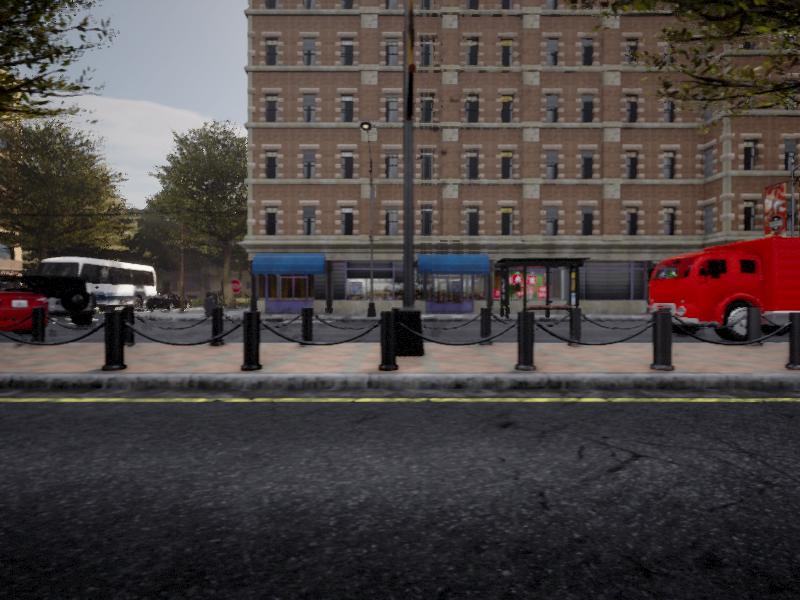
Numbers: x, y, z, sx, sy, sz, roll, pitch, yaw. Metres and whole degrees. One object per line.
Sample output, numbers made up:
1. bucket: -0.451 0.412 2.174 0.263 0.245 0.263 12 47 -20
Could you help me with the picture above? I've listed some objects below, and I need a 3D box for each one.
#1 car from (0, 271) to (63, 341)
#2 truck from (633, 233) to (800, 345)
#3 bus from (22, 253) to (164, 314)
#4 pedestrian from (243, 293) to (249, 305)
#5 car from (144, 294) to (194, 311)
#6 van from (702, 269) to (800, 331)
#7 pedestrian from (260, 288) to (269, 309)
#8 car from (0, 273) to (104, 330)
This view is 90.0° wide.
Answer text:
1. car: -11.829 0.154 10.179 4.611 1.667 2.242 0 0 0
2. truck: 9.314 -0.235 10.192 5.204 2.467 2.627 0 0 0
3. bus: -24.515 -1.137 33.101 3.944 4.253 10.273 0 0 -1
4. pedestrian: -24.354 -0.119 63.304 0.751 1.860 0.751 0 0 1
5. car: -21.196 0.241 36.913 1.837 1.490 4.892 0 0 -1
6. van: 13.215 0.001 13.687 4.442 1.987 1.775 0 0 0
7. pedestrian: -12.173 -0.117 35.919 0.751 1.860 0.751 0 0 -17
8. car: -13.240 0.044 14.709 3.866 1.878 1.905 0 0 18
